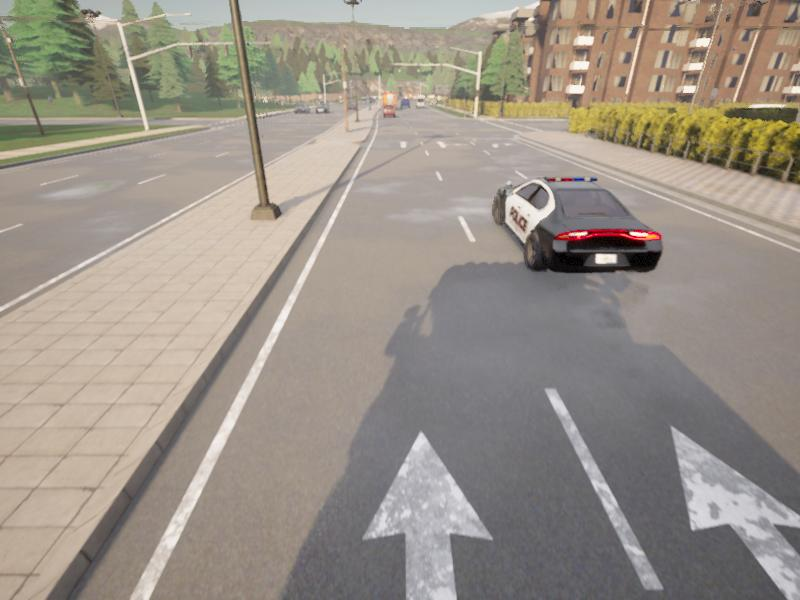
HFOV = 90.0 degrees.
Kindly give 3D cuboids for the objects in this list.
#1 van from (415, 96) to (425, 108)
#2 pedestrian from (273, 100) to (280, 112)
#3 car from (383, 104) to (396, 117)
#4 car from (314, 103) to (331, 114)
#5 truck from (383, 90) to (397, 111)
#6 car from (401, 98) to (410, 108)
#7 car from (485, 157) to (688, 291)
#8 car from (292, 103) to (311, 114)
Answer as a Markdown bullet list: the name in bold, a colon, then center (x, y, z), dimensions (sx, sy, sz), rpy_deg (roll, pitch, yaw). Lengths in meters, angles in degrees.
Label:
- **van**: center (4.848, -47.970, 97.014), dimensions (1.988, 2.561, 5.915), rpy_deg (0, 27, 0)
- **pedestrian**: center (-22.212, -34.996, 72.068), dimensions (0.751, 1.860, 0.751), rpy_deg (0, 27, -1)
- **car**: center (-1.614, -28.330, 59.869), dimensions (1.851, 1.617, 3.988), rpy_deg (-1, 27, -2)
- **car**: center (-13.415, -33.280, 69.426), dimensions (2.033, 1.649, 4.856), rpy_deg (0, 27, -1)
- **truck**: center (-2.042, -42.165, 84.320), dimensions (2.891, 3.827, 8.468), rpy_deg (0, 27, 0)
- **car**: center (1.324, -48.832, 99.216), dimensions (2.150, 2.045, 5.566), rpy_deg (0, 27, 0)
- **car**: center (3.440, -1.977, 8.777), dimensions (2.038, 1.542, 4.974), rpy_deg (0, 27, 0)
- **car**: center (-16.880, -32.977, 68.933), dimensions (2.038, 1.542, 4.974), rpy_deg (0, 27, -1)
